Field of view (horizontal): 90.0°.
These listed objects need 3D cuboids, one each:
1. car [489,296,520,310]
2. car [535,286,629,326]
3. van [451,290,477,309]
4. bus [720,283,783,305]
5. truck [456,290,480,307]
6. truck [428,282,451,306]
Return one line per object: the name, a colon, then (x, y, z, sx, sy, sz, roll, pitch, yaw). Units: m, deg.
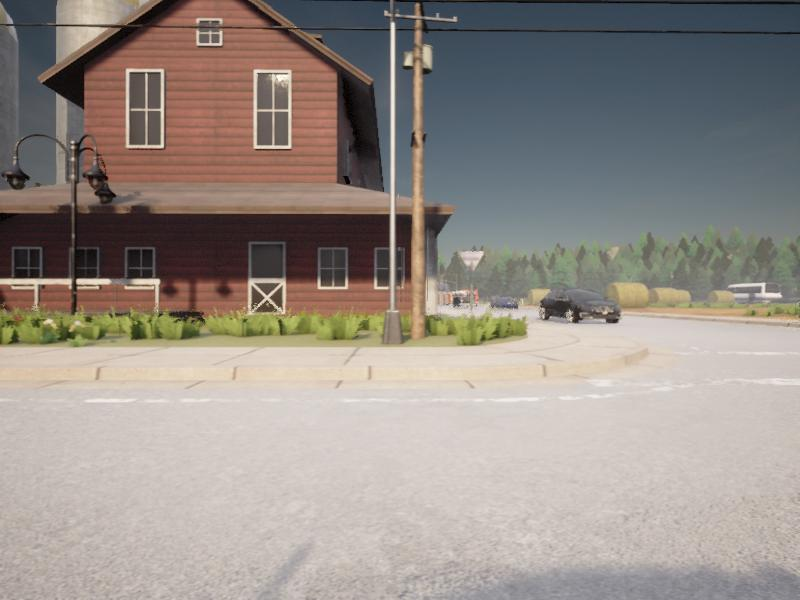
car: (10.688, 0.291, 41.167, 1.994, 1.385, 4.181, 0, 0, -1)
car: (7.670, 0.224, 17.494, 1.837, 1.490, 4.892, 0, 0, -1)
van: (7.111, -0.048, 44.883, 2.069, 2.038, 4.480, 0, 0, -2)
bus: (70.405, -1.113, 80.518, 3.944, 4.253, 10.273, 0, 0, 3)
truck: (10.290, -0.263, 60.896, 2.627, 2.467, 5.204, 0, 0, -1)
truck: (6.623, -0.943, 68.572, 2.891, 3.827, 8.468, 0, 0, -1)
